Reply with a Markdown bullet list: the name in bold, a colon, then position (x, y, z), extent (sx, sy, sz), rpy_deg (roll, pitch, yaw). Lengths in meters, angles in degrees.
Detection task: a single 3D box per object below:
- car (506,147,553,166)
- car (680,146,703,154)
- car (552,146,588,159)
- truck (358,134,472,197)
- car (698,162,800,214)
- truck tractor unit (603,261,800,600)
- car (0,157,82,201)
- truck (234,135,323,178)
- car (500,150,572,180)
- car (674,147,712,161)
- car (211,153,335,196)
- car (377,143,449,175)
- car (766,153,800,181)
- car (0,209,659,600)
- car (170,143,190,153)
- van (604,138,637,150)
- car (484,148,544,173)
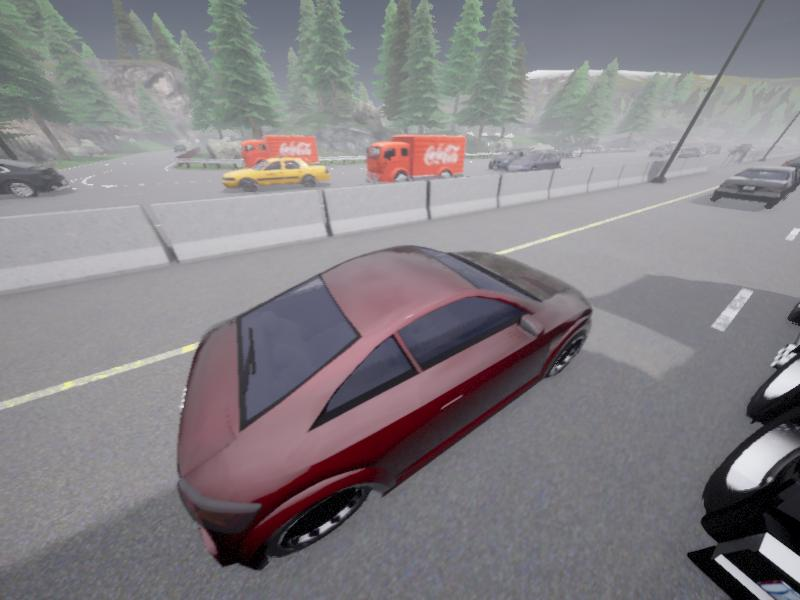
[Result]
- **car**: position (14.798, -16.452, 26.374), extent (5.366, 1.575, 1.801), rpy_deg (-19, 39, -25)
- **car**: position (64.201, -33.046, 50.861), extent (4.718, 1.301, 1.895), rpy_deg (-19, 39, -25)
- **car**: position (25.865, -22.505, 35.204), extent (4.974, 1.542, 2.038), rpy_deg (-19, 39, -25)
- **truck**: position (0.804, -7.419, 12.503), extent (5.204, 2.467, 2.627), rpy_deg (-19, 39, -25)
- **car**: position (16.153, -5.181, 10.355), extent (5.357, 1.411, 2.033), rpy_deg (-19, 39, -25)
- **truck tractor unit**: position (5.102, -0.310, 0.788), extent (6.516, 4.208, 3.053), rpy_deg (-19, 39, -24)
- **car**: position (-18.316, -5.189, 9.997), extent (4.892, 1.490, 1.837), rpy_deg (-19, 39, -25)
- **truck**: position (-9.116, -11.054, 17.644), extent (5.204, 2.467, 2.627), rpy_deg (-19, 39, -25)
- **car**: position (10.201, -10.254, 17.390), extent (4.856, 1.649, 2.033), rpy_deg (-19, 39, -25)
- **car**: position (42.064, -20.992, 33.165), extent (4.974, 1.542, 2.038), rpy_deg (-19, 39, -25)
- **car**: position (-6.550, -6.893, 12.465), extent (5.366, 1.575, 1.801), rpy_deg (-19, 39, -25)
- **car**: position (1.119, -12.015, 19.483), extent (5.566, 2.045, 2.150), rpy_deg (-18, 39, -25)
- **car**: position (30.000, -9.920, 17.158), extent (4.974, 1.542, 2.038), rpy_deg (-19, 39, -25)
- **car**: position (0.254, 0.215, 2.495), extent (4.181, 1.385, 1.994), rpy_deg (-19, 39, -25)
- **car**: position (-42.406, -29.470, 44.661), extent (2.128, 1.511, 4.902), rpy_deg (-21, 40, -27)
- **van**: position (63.447, -45.009, 66.583), extent (1.988, 2.561, 5.915), rpy_deg (-19, 39, -25)
- **car**: position (10.227, -12.611, 20.739), extent (4.611, 1.667, 2.242), rpy_deg (-19, 39, -25)
